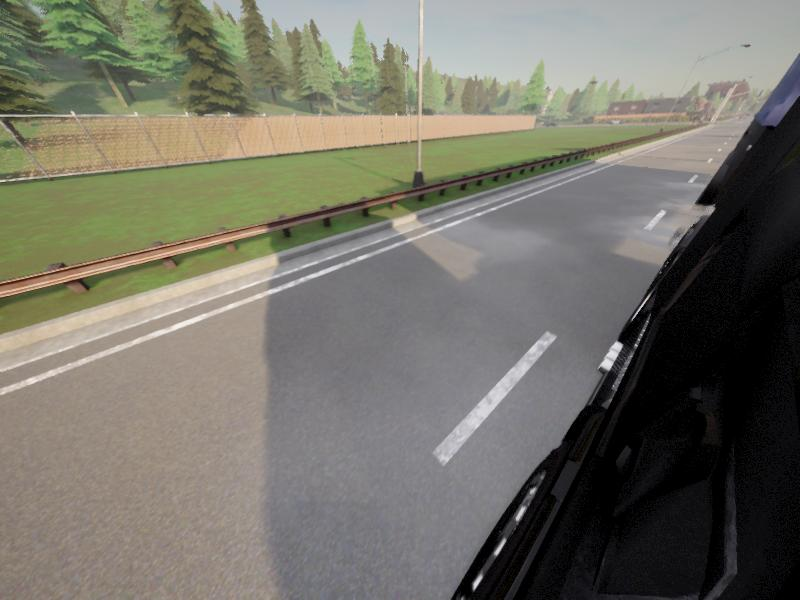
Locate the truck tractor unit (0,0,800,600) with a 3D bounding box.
[{"bbox_3d":[2.645,-0.295,0.351,6.516,4.208,3.053,-28,44,-30],"label":"truck tractor unit"}]

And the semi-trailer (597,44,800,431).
[{"bbox_3d":[8.702,-3.591,4.240,14.254,4.402,2.717,-28,44,-30],"label":"semi-trailer"}]
